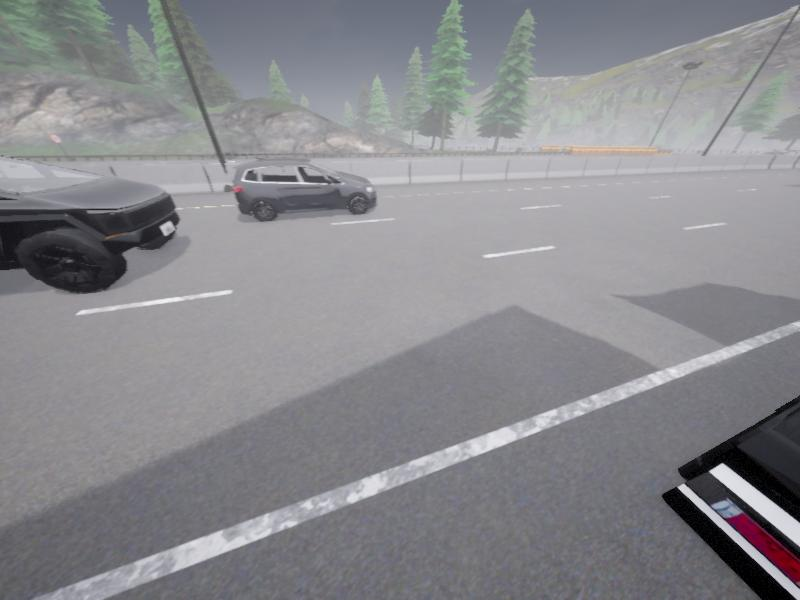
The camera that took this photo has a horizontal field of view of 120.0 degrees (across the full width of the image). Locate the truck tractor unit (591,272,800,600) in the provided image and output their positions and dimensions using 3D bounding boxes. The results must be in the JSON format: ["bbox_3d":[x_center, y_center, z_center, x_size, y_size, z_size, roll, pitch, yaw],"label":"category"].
[{"bbox_3d":[5.267,-0.103,0.511,6.516,4.208,3.053,-11,37,-16],"label":"truck tractor unit"}]

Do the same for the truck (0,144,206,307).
[{"bbox_3d":[-7.733,-1.233,3.765,6.274,2.098,2.390,-10,37,-14],"label":"truck"}]

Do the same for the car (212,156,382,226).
[{"bbox_3d":[-3.169,-3.972,8.089,4.611,1.667,2.242,-10,37,-14],"label":"car"}]
